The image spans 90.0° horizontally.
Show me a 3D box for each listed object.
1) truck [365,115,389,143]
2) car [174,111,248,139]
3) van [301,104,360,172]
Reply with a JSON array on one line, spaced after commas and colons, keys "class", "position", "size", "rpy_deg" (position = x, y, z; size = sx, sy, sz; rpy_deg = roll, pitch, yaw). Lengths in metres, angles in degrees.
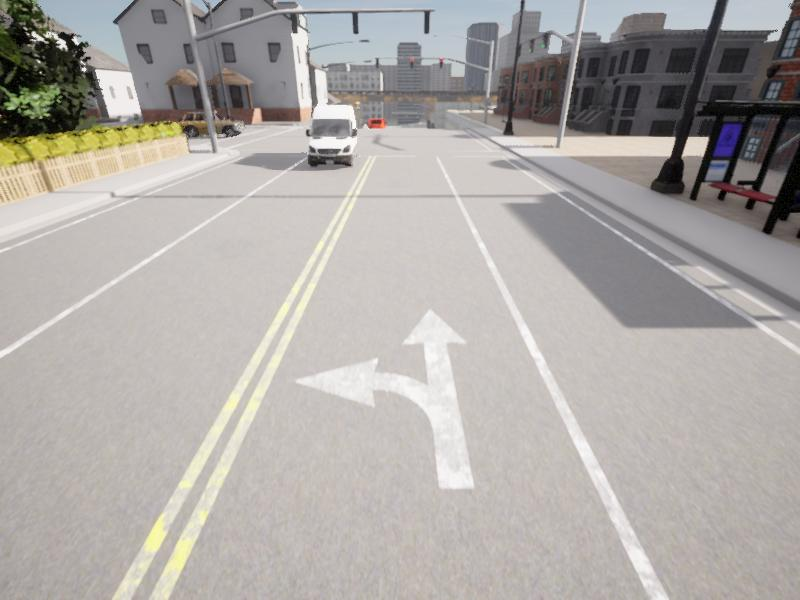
[{"class": "truck", "position": [-2.879, -21.814, 51.337], "size": [2.627, 2.467, 5.204], "rpy_deg": [-1, 14, 1]}, {"class": "car", "position": [-14.634, -13.677, 31.205], "size": [4.605, 1.855, 1.932], "rpy_deg": [-1, 27, -3]}, {"class": "van", "position": [-3.168, -8.110, 19.643], "size": [1.988, 2.561, 5.915], "rpy_deg": [-1, 27, -2]}]
